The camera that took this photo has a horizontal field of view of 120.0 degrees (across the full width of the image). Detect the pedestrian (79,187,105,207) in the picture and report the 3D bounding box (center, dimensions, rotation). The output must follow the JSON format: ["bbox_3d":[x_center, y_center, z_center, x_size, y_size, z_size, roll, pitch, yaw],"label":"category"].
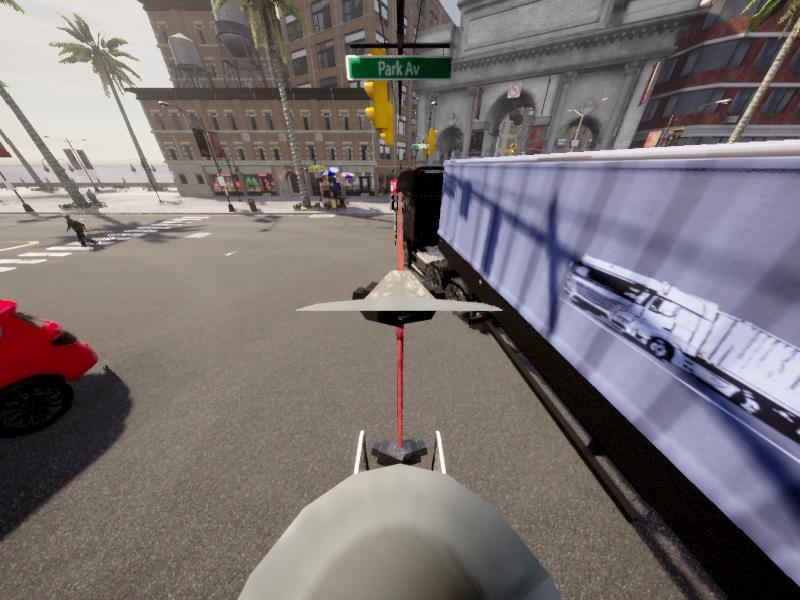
[{"bbox_3d":[-33.689,-11.279,25.328,0.751,1.860,0.751,-5,30,-8],"label":"pedestrian"}]

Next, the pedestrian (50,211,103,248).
[{"bbox_3d":[-17.913,-3.899,12.850,0.751,1.860,0.751,1,30,1],"label":"pedestrian"}]

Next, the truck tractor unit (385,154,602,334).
[{"bbox_3d":[1.968,-2.689,8.434,3.053,4.208,6.516,-11,32,-18],"label":"truck tractor unit"}]

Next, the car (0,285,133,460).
[{"bbox_3d":[-7.484,2.017,2.465,2.150,2.045,5.566,3,30,7],"label":"car"}]

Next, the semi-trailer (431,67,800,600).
[{"bbox_3d":[3.355,1.099,1.680,2.717,4.402,14.254,-3,30,-6],"label":"semi-trailer"}]
